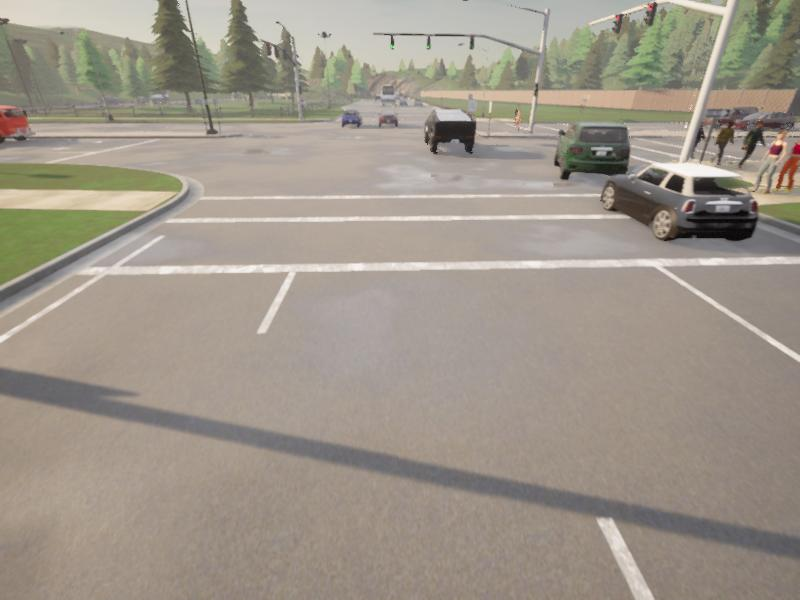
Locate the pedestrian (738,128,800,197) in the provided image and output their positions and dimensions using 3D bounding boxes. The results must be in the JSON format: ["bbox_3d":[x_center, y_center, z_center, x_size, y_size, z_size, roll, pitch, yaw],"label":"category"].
[{"bbox_3d":[11.209,-4.140,12.063,0.751,1.860,0.751,-6,28,-12],"label":"pedestrian"}]

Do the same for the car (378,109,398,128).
[{"bbox_3d":[-1.168,-17.795,39.068,1.812,1.442,4.674,-1,28,-2],"label":"car"}]

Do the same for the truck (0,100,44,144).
[{"bbox_3d":[-27.371,-11.603,26.060,5.204,2.467,2.627,0,28,-1],"label":"truck"}]

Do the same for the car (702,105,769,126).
[{"bbox_3d":[33.745,-18.638,40.339,4.553,1.767,2.097,0,28,-1],"label":"car"}]

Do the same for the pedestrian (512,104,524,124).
[{"bbox_3d":[12.340,-19.481,41.811,0.751,1.860,0.751,-3,28,-6],"label":"pedestrian"}]

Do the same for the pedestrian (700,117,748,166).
[{"bbox_3d":[13.625,-6.680,16.877,0.751,1.860,0.751,0,28,0],"label":"pedestrian"}]

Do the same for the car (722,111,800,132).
[{"bbox_3d":[30.968,-15.244,34.167,4.792,1.488,2.163,0,28,-1],"label":"car"}]

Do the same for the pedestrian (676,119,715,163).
[{"bbox_3d":[13.865,-7.487,18.813,0.751,1.860,0.751,2,28,3],"label":"pedestrian"}]

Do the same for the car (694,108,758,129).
[{"bbox_3d":[30.278,-16.915,37.235,3.988,1.617,1.851,0,28,-1],"label":"car"}]

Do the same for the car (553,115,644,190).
[{"bbox_3d":[7.589,-6.102,16.002,2.150,2.045,5.566,7,28,14],"label":"car"}]

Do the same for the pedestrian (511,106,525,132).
[{"bbox_3d":[9.232,-14.162,31.280,0.751,1.860,0.751,4,28,7],"label":"pedestrian"}]

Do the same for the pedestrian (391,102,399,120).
[{"bbox_3d":[-0.626,-21.858,46.357,0.751,1.860,0.751,-7,28,-13],"label":"pedestrian"}]

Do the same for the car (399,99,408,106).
[{"bbox_3d":[0.767,-46.605,94.355,2.033,1.411,5.357,-1,28,-1],"label":"car"}]

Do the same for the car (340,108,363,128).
[{"bbox_3d":[-4.660,-17.750,38.945,1.816,1.474,4.193,-1,28,-1],"label":"car"}]

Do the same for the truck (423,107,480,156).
[{"bbox_3d":[2.782,-9.987,23.390,2.390,2.098,6.274,-1,28,-1],"label":"truck"}]

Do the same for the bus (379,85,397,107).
[{"bbox_3d":[-2.832,-47.421,92.834,3.944,4.253,10.273,-1,28,-1],"label":"bus"}]

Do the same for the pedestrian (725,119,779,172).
[{"bbox_3d":[13.687,-6.025,15.609,0.751,1.860,0.751,1,28,2],"label":"pedestrian"}]

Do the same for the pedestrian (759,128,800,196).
[{"bbox_3d":[11.998,-4.203,12.184,0.751,1.860,0.751,-6,28,-11],"label":"pedestrian"}]

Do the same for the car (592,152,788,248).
[{"bbox_3d":[6.745,-2.648,9.994,1.970,1.475,3.806,0,28,0],"label":"car"}]
